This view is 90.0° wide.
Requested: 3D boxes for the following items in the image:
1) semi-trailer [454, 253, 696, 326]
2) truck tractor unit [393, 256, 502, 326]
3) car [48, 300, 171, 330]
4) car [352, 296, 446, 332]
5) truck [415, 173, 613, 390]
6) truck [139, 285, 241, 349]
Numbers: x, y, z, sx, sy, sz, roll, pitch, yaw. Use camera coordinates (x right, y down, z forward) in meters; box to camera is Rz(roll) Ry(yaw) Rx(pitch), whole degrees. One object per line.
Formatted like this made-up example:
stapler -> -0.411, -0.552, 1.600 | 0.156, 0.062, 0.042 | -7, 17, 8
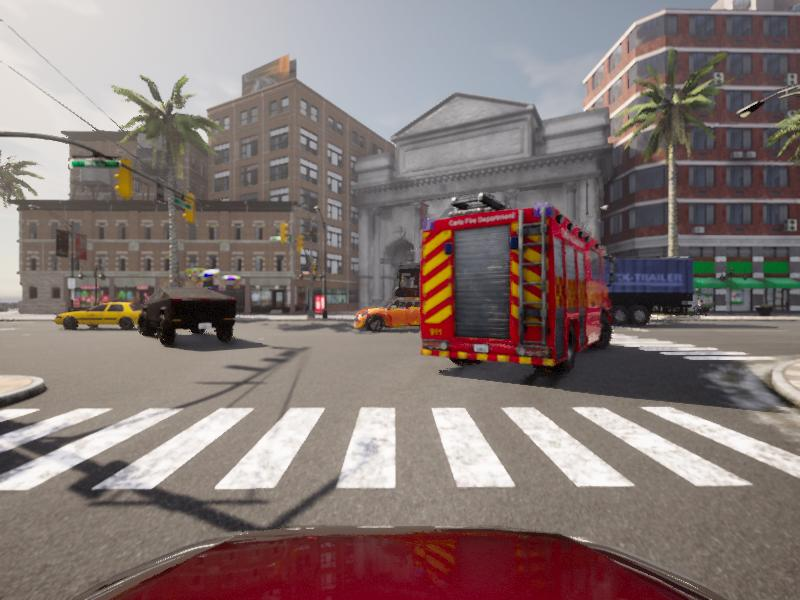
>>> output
semi-trailer -> 10.749, -0.627, 25.514 | 14.254, 4.402, 2.717 | 0, 0, 0
truck tractor unit -> 2.835, -0.532, 25.490 | 6.516, 4.208, 3.053 | 0, 0, -1
car -> -15.685, 0.794, 21.797 | 5.366, 1.575, 1.801 | 0, 0, -1
car -> -0.118, 0.690, 20.939 | 4.553, 1.767, 2.097 | 0, 0, -14
truck -> 3.901, -0.325, 11.365 | 2.891, 3.827, 8.468 | 0, 0, 34
truck -> -8.755, 0.538, 16.263 | 2.390, 2.098, 6.274 | 0, 0, -40
